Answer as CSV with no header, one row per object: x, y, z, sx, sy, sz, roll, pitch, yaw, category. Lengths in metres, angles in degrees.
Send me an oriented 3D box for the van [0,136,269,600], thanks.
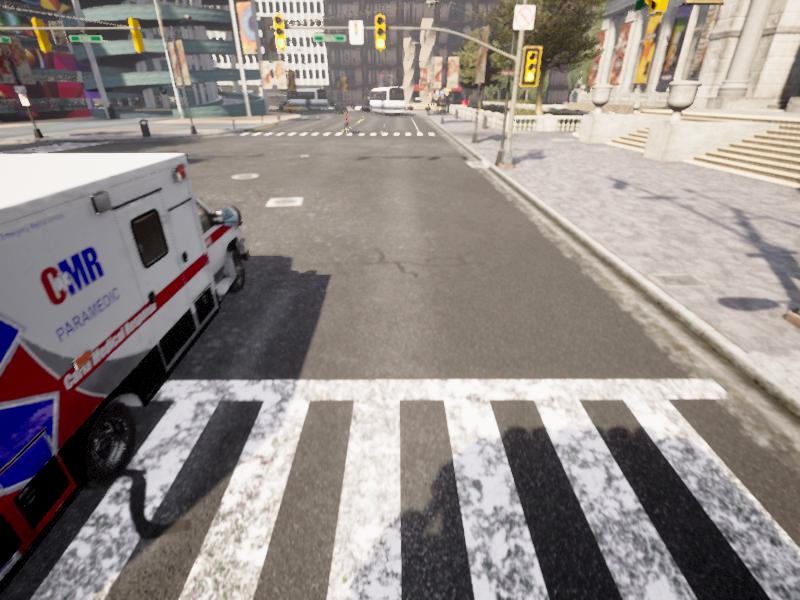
-3.583,-0.136,4.251,2.351,2.431,6.366,-1,27,-2,van

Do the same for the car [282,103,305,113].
-20.891,-37.749,78.705,1.801,1.575,5.366,-23,35,-38,car

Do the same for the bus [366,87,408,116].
-2.425,-34.191,68.808,3.944,4.253,10.273,-10,29,-19,bus

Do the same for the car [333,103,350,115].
-10.360,-33.788,70.627,1.905,1.878,3.866,-10,29,-19,car

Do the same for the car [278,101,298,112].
-23.686,-40.973,84.640,3.866,1.878,1.905,18,32,32,car

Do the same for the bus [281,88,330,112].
-20.252,-42.825,85.644,10.273,4.253,3.944,18,32,32,bus

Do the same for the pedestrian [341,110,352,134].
-4.619,-15.298,34.455,0.751,1.860,0.751,-1,27,-2,pedestrian

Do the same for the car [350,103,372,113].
-7.720,-38.013,79.196,2.038,1.542,4.974,-18,32,-31,car

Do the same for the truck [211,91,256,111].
-35.633,-42.624,85.687,8.468,3.827,2.891,8,28,16,truck
